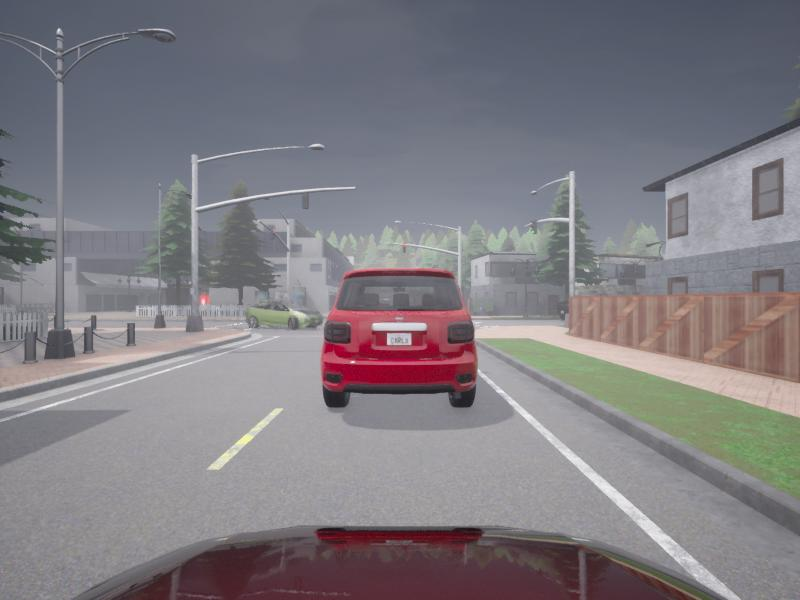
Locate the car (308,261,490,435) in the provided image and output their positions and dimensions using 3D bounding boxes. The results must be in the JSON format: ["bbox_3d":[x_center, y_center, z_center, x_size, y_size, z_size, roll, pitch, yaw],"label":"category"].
[{"bbox_3d":[-0.013,0.568,7.496,2.150,2.045,5.566,0,0,0],"label":"car"}]

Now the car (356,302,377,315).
[{"bbox_3d":[-3.565,0.907,43.454,1.994,1.385,4.181,0,0,0],"label":"car"}]

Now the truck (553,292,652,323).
[{"bbox_3d":[14.789,0.523,29.358,6.274,2.098,2.390,0,0,-9],"label":"truck"}]

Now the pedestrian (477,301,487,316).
[{"bbox_3d":[7.153,0.746,34.861,0.751,1.300,0.751,0,0,-2],"label":"pedestrian"}]

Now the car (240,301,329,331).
[{"bbox_3d":[-6.413,0.835,22.191,4.514,1.525,2.007,0,0,26],"label":"car"}]
